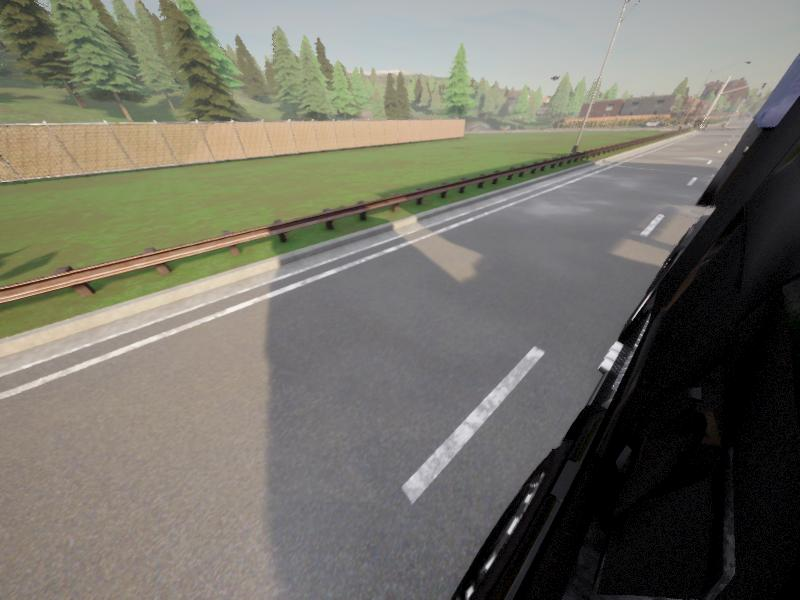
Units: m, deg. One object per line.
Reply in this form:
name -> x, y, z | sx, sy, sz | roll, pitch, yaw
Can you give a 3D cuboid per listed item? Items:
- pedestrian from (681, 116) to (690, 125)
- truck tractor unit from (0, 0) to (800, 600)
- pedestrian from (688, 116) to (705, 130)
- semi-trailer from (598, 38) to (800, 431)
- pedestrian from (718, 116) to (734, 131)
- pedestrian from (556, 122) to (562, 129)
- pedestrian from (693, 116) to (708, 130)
pedestrian -> 76.986, -48.357, 62.343 | 0.751, 1.860, 0.751 | -31, 45, -33
truck tractor unit -> 2.645, -0.295, 0.352 | 6.516, 4.208, 3.053 | -28, 44, -30
pedestrian -> 49.562, -29.528, 38.619 | 0.751, 1.860, 0.751 | -20, 40, -22
semi-trailer -> 8.703, -3.580, 4.253 | 14.254, 4.402, 2.717 | -28, 43, -30
pedestrian -> 51.784, -28.016, 36.701 | 0.751, 1.860, 0.751 | -28, 44, -30
pedestrian -> 55.794, -61.315, 81.098 | 0.751, 1.860, 0.751 | 2, 37, 6
pedestrian -> 50.249, -29.588, 38.658 | 0.751, 1.860, 0.751 | -29, 44, -31
